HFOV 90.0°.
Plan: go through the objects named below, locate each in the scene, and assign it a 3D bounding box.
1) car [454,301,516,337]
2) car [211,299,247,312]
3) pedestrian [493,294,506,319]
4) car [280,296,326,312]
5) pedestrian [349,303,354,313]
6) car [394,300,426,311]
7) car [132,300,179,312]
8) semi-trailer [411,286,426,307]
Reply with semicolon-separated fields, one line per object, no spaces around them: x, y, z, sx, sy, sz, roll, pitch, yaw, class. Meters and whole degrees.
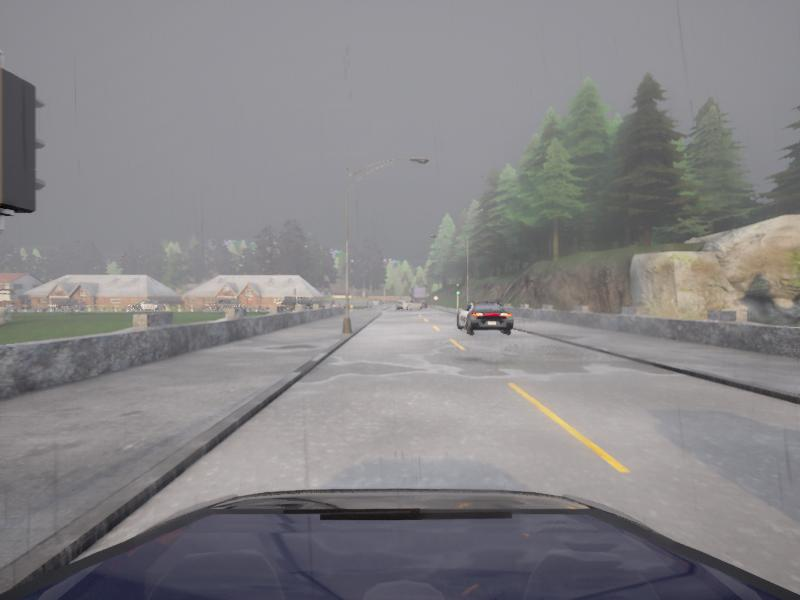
3.991;0.805;19.673;2.038;1.542;4.974;0;0;0;car
-22.733;0.730;53.323;3.988;1.617;1.851;0;0;0;car
7.397;0.501;29.773;0.751;1.860;0.751;0;0;3;pedestrian
-12.846;0.509;53.320;5.566;2.045;2.150;0;0;0;car
-5.371;0.857;44.168;0.500;1.100;0.500;0;0;0;pedestrian
1.460;0.767;57.525;4.514;1.525;2.007;0;0;-44;car
-32.532;0.766;53.325;4.974;1.542;2.038;0;0;0;car
4.016;-0.713;88.379;2.717;4.402;14.254;0;0;0;semi-trailer
